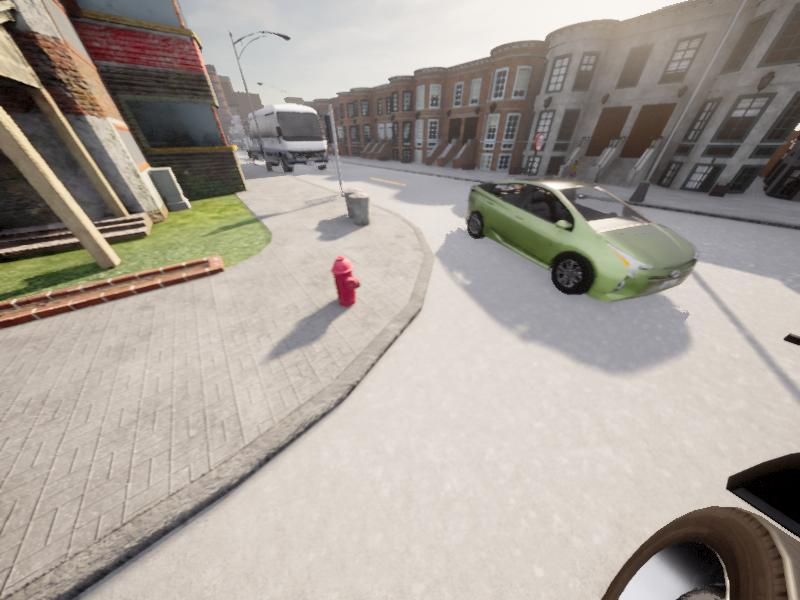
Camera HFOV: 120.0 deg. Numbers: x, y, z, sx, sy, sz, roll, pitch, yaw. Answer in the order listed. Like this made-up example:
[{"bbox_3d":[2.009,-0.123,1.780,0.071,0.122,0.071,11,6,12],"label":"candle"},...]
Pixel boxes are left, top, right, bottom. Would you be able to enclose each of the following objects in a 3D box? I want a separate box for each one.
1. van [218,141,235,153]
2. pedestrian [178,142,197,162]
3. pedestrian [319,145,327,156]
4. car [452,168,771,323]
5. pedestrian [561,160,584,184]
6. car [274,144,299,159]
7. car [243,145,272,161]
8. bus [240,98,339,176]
[{"bbox_3d":[-36.382,-32.013,48.337,1.775,1.987,4.442,-24,42,-30],"label":"van"},{"bbox_3d":[-23.600,-16.481,25.686,0.751,1.860,0.751,27,43,33],"label":"pedestrian"},{"bbox_3d":[-11.088,-21.458,33.125,0.751,1.300,0.751,-14,37,-19],"label":"pedestrian"},{"bbox_3d":[3.239,-1.704,4.980,2.007,1.525,4.514,-11,37,-15],"label":"car"},{"bbox_3d":[9.262,-6.886,12.433,0.500,1.100,0.500,-17,39,-23],"label":"pedestrian"},{"bbox_3d":[-15.701,-20.599,31.969,1.845,1.501,3.633,-24,42,-30],"label":"car"},{"bbox_3d":[-18.020,-18.542,29.099,1.837,1.490,4.892,-24,42,-30],"label":"car"},{"bbox_3d":[-9.614,-13.623,19.648,3.944,4.253,10.273,-24,42,-30],"label":"bus"}]
